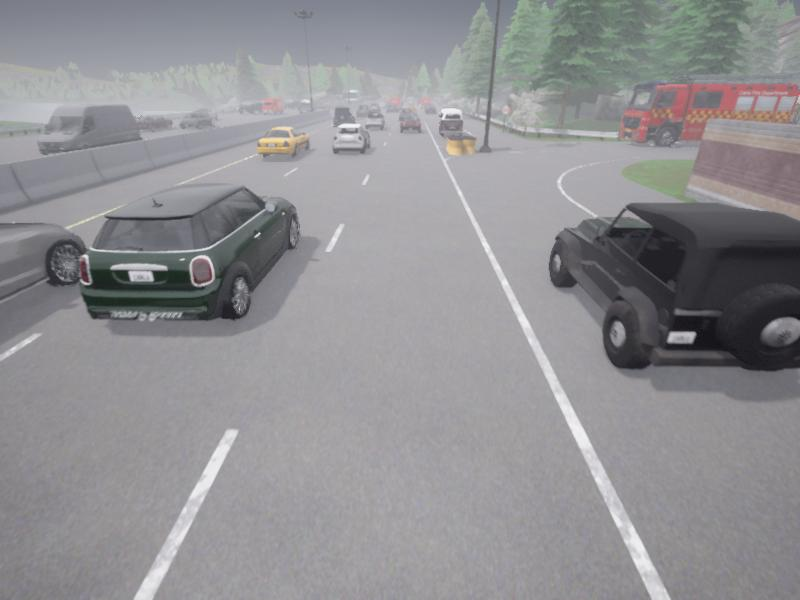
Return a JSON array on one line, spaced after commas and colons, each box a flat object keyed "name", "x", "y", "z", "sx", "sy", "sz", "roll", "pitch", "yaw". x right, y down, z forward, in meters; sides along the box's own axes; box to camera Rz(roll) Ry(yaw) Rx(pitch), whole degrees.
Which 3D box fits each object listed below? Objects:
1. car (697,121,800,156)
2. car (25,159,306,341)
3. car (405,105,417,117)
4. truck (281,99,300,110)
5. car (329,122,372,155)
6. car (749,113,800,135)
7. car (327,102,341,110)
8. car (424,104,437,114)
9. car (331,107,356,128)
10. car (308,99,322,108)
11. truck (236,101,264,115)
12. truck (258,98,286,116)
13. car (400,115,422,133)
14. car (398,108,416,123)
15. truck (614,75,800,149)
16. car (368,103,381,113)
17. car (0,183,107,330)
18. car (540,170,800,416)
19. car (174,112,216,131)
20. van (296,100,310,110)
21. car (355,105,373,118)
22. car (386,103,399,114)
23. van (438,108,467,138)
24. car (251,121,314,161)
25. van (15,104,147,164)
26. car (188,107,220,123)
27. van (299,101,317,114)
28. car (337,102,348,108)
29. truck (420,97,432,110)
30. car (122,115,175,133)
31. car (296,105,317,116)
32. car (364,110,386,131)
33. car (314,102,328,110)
[{"name": "car", "x": 19.366, "y": -8.696, "z": 21.495, "sx": 4.974, "sy": 1.542, "sz": 2.038, "roll": 1, "pitch": 27, "yaw": 1}, {"name": "car", "x": -3.350, "y": -1.269, "z": 7.157, "sx": 2.097, "sy": 1.767, "sz": 4.553, "roll": 1, "pitch": 27, "yaw": 1}, {"name": "car", "x": 1.725, "y": -29.984, "z": 63.408, "sx": 1.882, "sy": 1.535, "sz": 5.008, "roll": 1, "pitch": 27, "yaw": 1}, {"name": "truck", "x": -25.441, "y": -45.646, "z": 93.310, "sx": 2.390, "sy": 2.098, "sz": 6.274, "roll": 1, "pitch": 27, "yaw": 1}, {"name": "car", "x": -2.878, "y": -9.748, "z": 24.030, "sx": 1.970, "sy": 1.475, "sz": 3.806, "roll": 1, "pitch": 27, "yaw": 1}, {"name": "car", "x": 34.644, "y": -15.933, "z": 36.079, "sx": 2.163, "sy": 1.488, "sz": 4.792, "roll": 1, "pitch": 27, "yaw": 2}, {"name": "car", "x": -15.010, "y": -44.027, "z": 90.881, "sx": 2.128, "sy": 1.511, "sz": 4.902, "roll": 1, "pitch": 27, "yaw": 1}, {"name": "car", "x": 5.458, "y": -34.227, "z": 71.686, "sx": 2.038, "sy": 1.542, "sz": 4.974, "roll": 1, "pitch": 27, "yaw": 1}, {"name": "car", "x": -5.869, "y": -19.278, "z": 42.152, "sx": 1.905, "sy": 1.878, "sz": 3.866, "roll": 1, "pitch": 27, "yaw": 1}, {"name": "car", "x": -21.691, "y": -50.236, "z": 102.330, "sx": 2.150, "sy": 2.045, "sz": 5.566, "roll": 1, "pitch": 27, "yaw": 1}, {"name": "truck", "x": -26.099, "y": -33.606, "z": 69.842, "sx": 2.390, "sy": 2.098, "sz": 6.274, "roll": 1, "pitch": 27, "yaw": 1}, {"name": "truck", "x": -21.459, "y": -32.533, "z": 67.348, "sx": 2.627, "sy": 2.467, "sz": 5.204, "roll": 1, "pitch": 27, "yaw": 1}, {"name": "car", "x": 0.995, "y": -16.491, "z": 37.372, "sx": 1.895, "sy": 1.301, "sz": 4.718, "roll": 1, "pitch": 27, "yaw": 1}, {"name": "car", "x": 0.890, "y": -23.251, "z": 50.295, "sx": 1.845, "sy": 1.501, "sz": 3.633, "roll": 3, "pitch": 27, "yaw": 6}, {"name": "truck", "x": 18.321, "y": -11.326, "z": 24.110, "sx": 8.468, "sy": 3.827, "sz": 2.891, "roll": 1, "pitch": 27, "yaw": 1}, {"name": "car", "x": -4.878, "y": -37.334, "z": 77.615, "sx": 2.033, "sy": 1.649, "sz": 4.856, "roll": 1, "pitch": 27, "yaw": 1}, {"name": "car", "x": -6.905, "y": -0.217, "z": 5.292, "sx": 2.152, "sy": 1.651, "sz": 5.027, "roll": 1, "pitch": 27, "yaw": 1}, {"name": "car", "x": 3.609, "y": -0.499, "z": 5.550, "sx": 1.905, "sy": 1.878, "sz": 3.866, "roll": 1, "pitch": 27, "yaw": 1}, {"name": "car", "x": -19.956, "y": -17.544, "z": 39.225, "sx": 1.816, "sy": 1.474, "sz": 4.193, "roll": 1, "pitch": 27, "yaw": 1}, {"name": "van", "x": -22.008, "y": -44.362, "z": 90.886, "sx": 2.069, "sy": 2.038, "sz": 4.480, "roll": 1, "pitch": 27, "yaw": 1}, {"name": "car", "x": -5.362, "y": -28.486, "z": 60.341, "sx": 2.242, "sy": 1.667, "sz": 4.611, "roll": 1, "pitch": 27, "yaw": 1}, {"name": "car", "x": -1.420, "y": -36.501, "z": 76.112, "sx": 2.242, "sy": 1.667, "sz": 4.611, "roll": 1, "pitch": 27, "yaw": 1}, {"name": "van", "x": 4.234, "y": -14.655, "z": 32.982, "sx": 2.069, "sy": 2.038, "sz": 4.480, "roll": 1, "pitch": 27, "yaw": 4}, {"name": "car", "x": -6.422, "y": -9.022, "z": 22.502, "sx": 1.801, "sy": 1.575, "sz": 5.366, "roll": 1, "pitch": 27, "yaw": 1}, {"name": "van", "x": -16.942, "y": -9.250, "z": 21.894, "sx": 1.988, "sy": 2.561, "sz": 5.915, "roll": 1, "pitch": 27, "yaw": 1}, {"name": "car", "x": -24.825, "y": -23.537, "z": 50.841, "sx": 2.038, "sy": 1.542, "sz": 4.974, "roll": -3, "pitch": 28, "yaw": -5}, {"name": "van", "x": -17.084, "y": -35.872, "z": 74.337, "sx": 2.069, "sy": 2.038, "sz": 4.480, "roll": 1, "pitch": 27, "yaw": 1}, {"name": "car", "x": -14.694, "y": -49.896, "z": 102.359, "sx": 2.033, "sy": 1.411, "sz": 5.357, "roll": 1, "pitch": 27, "yaw": 1}, {"name": "truck", "x": 6.062, "y": -45.700, "z": 93.017, "sx": 2.627, "sy": 2.467, "sz": 5.204, "roll": 1, "pitch": 27, "yaw": 1}, {"name": "car", "x": -23.504, "y": -16.657, "z": 37.691, "sx": 1.895, "sy": 1.301, "sz": 4.718, "roll": 1, "pitch": 27, "yaw": 1}, {"name": "car", "x": -15.671, "y": -31.928, "z": 67.298, "sx": 2.128, "sy": 1.511, "sz": 4.902, "roll": 1, "pitch": 27, "yaw": 1}, {"name": "car", "x": -2.441, "y": -17.816, "z": 39.613, "sx": 1.851, "sy": 1.617, "sz": 3.988, "roll": 1, "pitch": 27, "yaw": 1}, {"name": "car", "x": -18.444, "y": -45.335, "z": 93.269, "sx": 2.038, "sy": 1.542, "sz": 4.974, "roll": 1, "pitch": 27, "yaw": 1}]
